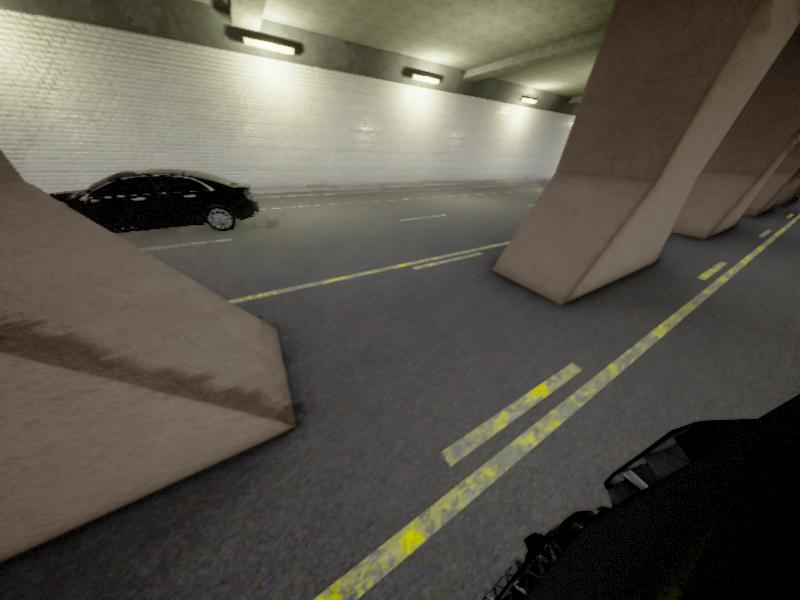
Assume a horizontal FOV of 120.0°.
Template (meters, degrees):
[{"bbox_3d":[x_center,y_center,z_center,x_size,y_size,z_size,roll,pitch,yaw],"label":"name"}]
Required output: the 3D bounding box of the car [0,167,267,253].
[{"bbox_3d":[-6.671,-2.696,6.310,4.892,1.490,1.837,-16,38,-26],"label":"car"}]

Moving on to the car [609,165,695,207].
[{"bbox_3d":[14.910,-6.853,13.711,3.866,1.878,1.905,-16,38,-26],"label":"car"}]
